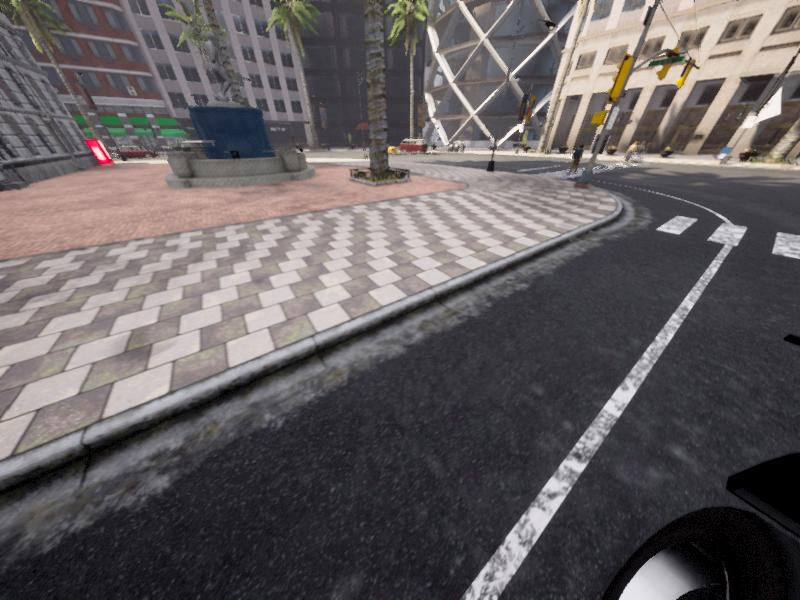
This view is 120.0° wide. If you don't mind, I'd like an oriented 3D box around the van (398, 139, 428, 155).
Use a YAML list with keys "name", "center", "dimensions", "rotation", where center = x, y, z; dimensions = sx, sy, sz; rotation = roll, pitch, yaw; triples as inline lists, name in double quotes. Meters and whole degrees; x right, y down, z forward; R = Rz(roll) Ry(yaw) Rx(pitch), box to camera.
- name: "van"
  center: [2.022, -24.410, 36.773]
  dimensions: [4.442, 1.987, 1.775]
  rotation: [17, 39, 23]

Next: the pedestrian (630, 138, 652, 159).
- name: "pedestrian"
  center: [25.748, -16.159, 24.688]
  dimensions: [0.751, 1.860, 0.751]
  rotation: [15, 38, 21]

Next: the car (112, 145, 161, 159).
- name: "car"
  center: [-35.962, -20.296, 31.689]
  dimensions: [3.806, 1.475, 1.970]
  rotation: [-16, 38, -21]

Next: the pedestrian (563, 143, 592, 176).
- name: "pedestrian"
  center: [12.052, -9.558, 15.705]
  dimensions: [0.751, 1.860, 0.751]
  rotation: [-24, 42, -30]

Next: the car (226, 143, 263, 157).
- name: "car"
  center: [-23.295, -22.600, 34.740]
  dimensions: [3.988, 1.617, 1.851]
  rotation: [-5, 35, -7]

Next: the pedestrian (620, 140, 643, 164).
- name: "pedestrian"
  center: [22.474, -14.384, 22.463]
  dimensions: [0.751, 1.860, 0.751]
  rotation: [-23, 41, -28]

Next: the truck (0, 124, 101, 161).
- name: "truck"
  center: [-48.748, -21.584, 31.582]
  dimensions: [8.468, 3.827, 2.891]
  rotation: [-22, 40, -27]

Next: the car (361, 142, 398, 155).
- name: "car"
  center: [-3.162, -23.472, 35.838]
  dimensions: [5.366, 1.575, 1.801]
  rotation: [13, 38, 18]
